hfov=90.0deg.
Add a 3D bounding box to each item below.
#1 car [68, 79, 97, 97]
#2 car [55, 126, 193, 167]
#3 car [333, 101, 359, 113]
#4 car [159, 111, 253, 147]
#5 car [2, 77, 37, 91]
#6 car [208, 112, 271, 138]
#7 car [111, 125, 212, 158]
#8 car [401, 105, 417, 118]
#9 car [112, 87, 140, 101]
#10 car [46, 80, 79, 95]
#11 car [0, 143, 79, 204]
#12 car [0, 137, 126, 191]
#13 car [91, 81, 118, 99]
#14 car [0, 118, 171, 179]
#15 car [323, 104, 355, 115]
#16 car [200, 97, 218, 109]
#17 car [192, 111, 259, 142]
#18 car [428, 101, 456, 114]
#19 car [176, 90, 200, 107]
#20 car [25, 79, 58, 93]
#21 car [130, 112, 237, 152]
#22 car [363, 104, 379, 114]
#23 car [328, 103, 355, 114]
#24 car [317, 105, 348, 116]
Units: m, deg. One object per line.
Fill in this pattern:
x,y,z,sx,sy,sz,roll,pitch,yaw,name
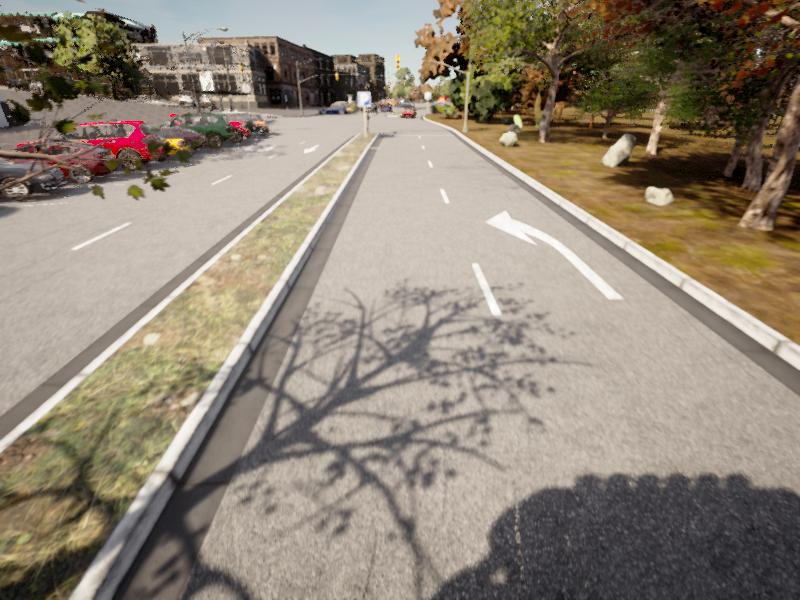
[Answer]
-46.137,-30.841,58.329,1.878,1.987,4.442,-3,26,-20,car
-13.948,-8.008,20.720,5.366,1.575,1.946,-10,29,-17,car
-10.214,-36.486,75.686,4.442,1.987,1.878,-7,27,-12,car
-13.704,-12.351,28.721,5.566,2.045,2.435,-10,28,-17,car
-55.243,-31.414,58.237,2.002,1.452,4.674,-4,26,-20,car
-13.611,-14.961,34.141,4.553,1.767,2.185,-10,28,-17,car
-13.758,-9.360,23.473,4.674,1.452,2.002,-10,29,-17,car
1.346,-27.674,58.753,1.851,1.617,3.988,3,27,6,car
-40.175,-30.168,58.706,2.231,1.521,4.892,-4,26,-20,car
-49.274,-31.023,58.580,1.946,1.575,5.366,-4,26,-20,car
-13.796,-3.958,12.753,4.892,1.521,2.231,-10,28,-17,car
-13.811,-5.286,15.425,4.792,1.488,2.163,-10,29,-17,car
-43.121,-30.585,58.427,1.878,1.987,4.442,-3,26,-20,car
-13.810,-6.896,17.976,5.566,2.045,2.435,-10,29,-17,car
-10.774,-33.567,70.448,5.366,1.575,1.946,-8,27,-13,car
-28.142,-29.111,59.116,2.002,1.452,4.674,-4,26,-20,car
-13.587,-13.703,31.439,4.442,1.987,1.878,-10,28,-17,car
7.309,-33.629,69.966,4.442,1.987,1.878,-6,28,-13,car
-31.137,-29.640,58.915,2.435,2.045,5.566,-4,26,-20,car
-52.227,-31.164,58.349,2.002,1.452,4.674,-4,26,-20,car
-13.777,-10.976,26.013,5.566,2.045,2.435,-10,29,-17,car
-5.521,-36.232,75.746,2.128,1.511,4.902,3,27,6,car
-10.680,-35.014,73.024,4.553,1.767,2.185,-7,27,-12,car
-11.419,-32.170,67.802,4.792,1.488,2.163,-8,28,-13,car
